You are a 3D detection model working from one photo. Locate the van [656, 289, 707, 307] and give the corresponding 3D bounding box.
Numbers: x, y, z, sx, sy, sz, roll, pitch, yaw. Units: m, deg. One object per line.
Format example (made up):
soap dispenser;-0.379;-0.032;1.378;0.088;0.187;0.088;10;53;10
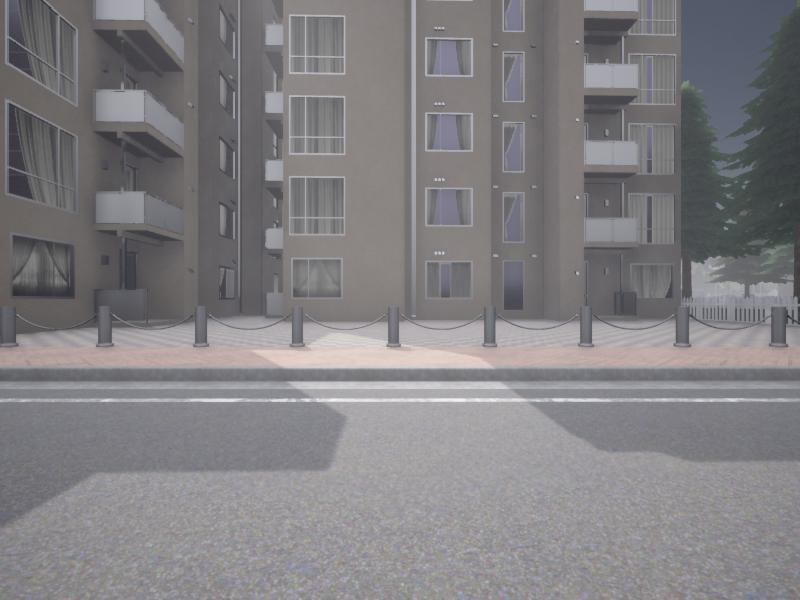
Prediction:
van;40.253;-0.277;57.331;5.915;2.561;1.988;0;0;-1
